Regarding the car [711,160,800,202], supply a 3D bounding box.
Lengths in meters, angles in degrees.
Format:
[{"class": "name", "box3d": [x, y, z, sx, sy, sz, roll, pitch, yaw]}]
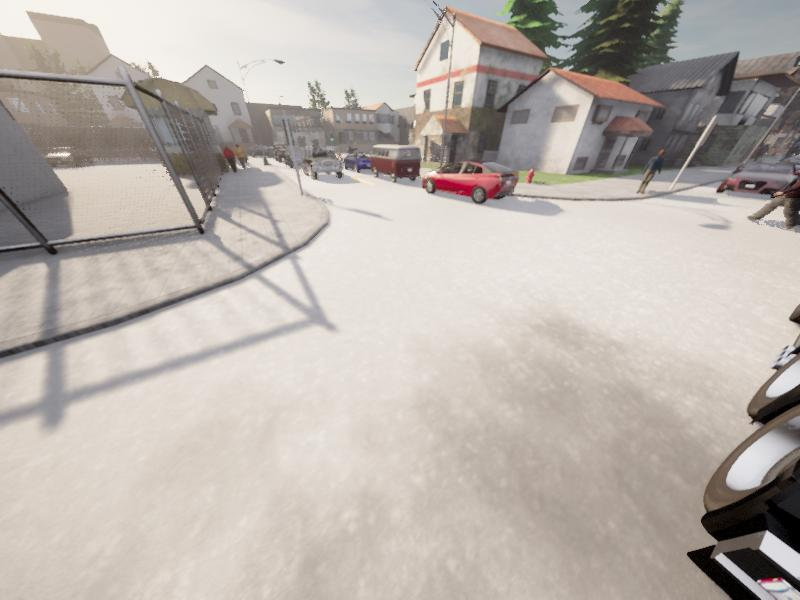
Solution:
[{"class": "car", "box3d": [18.380, -6.127, 11.709, 4.181, 1.385, 1.994, -18, 39, -24]}]

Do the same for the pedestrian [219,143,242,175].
[{"class": "pedestrian", "box3d": [-11.999, -9.996, 16.415, 0.751, 1.860, 0.751, -16, 38, -22]}]

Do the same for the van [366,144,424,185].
[{"class": "van", "box3d": [-0.486, -9.171, 15.418, 1.775, 1.987, 4.442, -19, 39, -25]}]

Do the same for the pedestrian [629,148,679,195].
[{"class": "pedestrian", "box3d": [11.847, -6.028, 10.873, 0.751, 1.860, 0.751, 19, 39, 25]}]

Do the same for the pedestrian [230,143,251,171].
[{"class": "pedestrian", "box3d": [-12.866, -11.590, 18.698, 0.751, 1.860, 0.751, -9, 36, -14]}]

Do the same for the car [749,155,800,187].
[{"class": "car", "box3d": [24.765, -8.288, 14.708, 3.633, 1.501, 1.845, -18, 39, -24]}]

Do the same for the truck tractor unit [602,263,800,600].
[{"class": "truck tractor unit", "box3d": [5.114, -0.294, 0.796, 6.516, 4.208, 3.053, -18, 39, -24]}]

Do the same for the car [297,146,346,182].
[{"class": "car", "box3d": [-5.578, -9.665, 16.196, 1.932, 1.855, 4.605, -17, 38, -23]}]

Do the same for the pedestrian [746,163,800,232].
[{"class": "pedestrian", "box3d": [11.787, -3.122, 6.882, 0.751, 1.860, 0.751, -20, 39, -26]}]

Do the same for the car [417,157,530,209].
[{"class": "car", "box3d": [3.084, -5.640, 10.775, 2.007, 1.525, 4.514, -25, 42, -31]}]
